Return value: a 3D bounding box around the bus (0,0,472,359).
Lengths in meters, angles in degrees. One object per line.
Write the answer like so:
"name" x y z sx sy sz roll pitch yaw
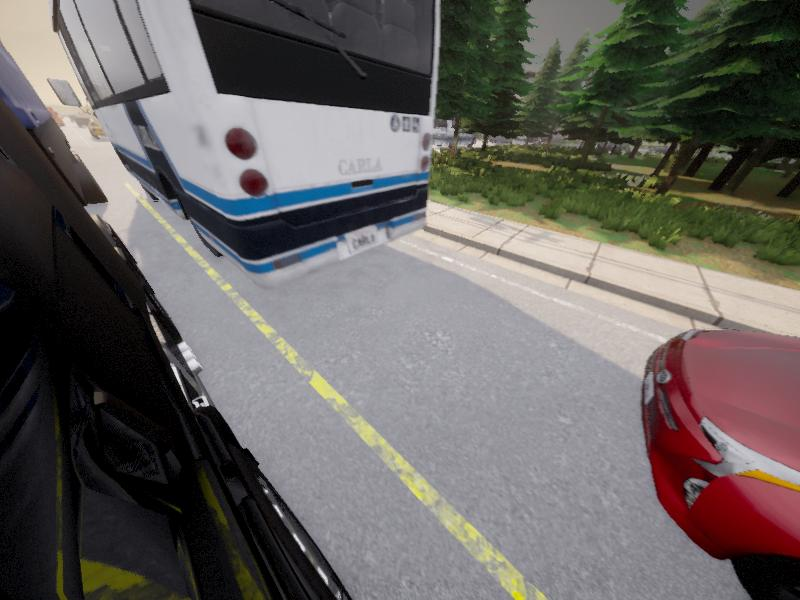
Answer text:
"bus" -4.280 -4.014 5.167 10.273 4.253 3.944 29 44 31

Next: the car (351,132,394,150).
"car" -3.147 -18.984 27.532 2.128 1.511 4.902 27 43 28

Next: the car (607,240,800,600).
"car" 3.902 1.458 0.718 4.514 1.525 2.007 29 44 30

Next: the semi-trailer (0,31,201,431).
"semi-trailer" -8.636 -3.659 4.270 14.254 4.402 2.717 29 44 30

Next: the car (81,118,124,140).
"car" -30.379 -17.464 23.542 5.366 1.575 1.801 29 44 30

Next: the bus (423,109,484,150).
"bus" 8.026 -24.956 33.959 3.944 4.253 10.273 27 43 28

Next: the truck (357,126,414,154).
"truck" -1.399 -17.086 24.635 2.390 2.098 6.274 27 43 28

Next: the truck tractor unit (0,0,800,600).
"truck tractor unit" -2.645 -0.295 0.351 6.516 4.208 3.053 28 44 30
